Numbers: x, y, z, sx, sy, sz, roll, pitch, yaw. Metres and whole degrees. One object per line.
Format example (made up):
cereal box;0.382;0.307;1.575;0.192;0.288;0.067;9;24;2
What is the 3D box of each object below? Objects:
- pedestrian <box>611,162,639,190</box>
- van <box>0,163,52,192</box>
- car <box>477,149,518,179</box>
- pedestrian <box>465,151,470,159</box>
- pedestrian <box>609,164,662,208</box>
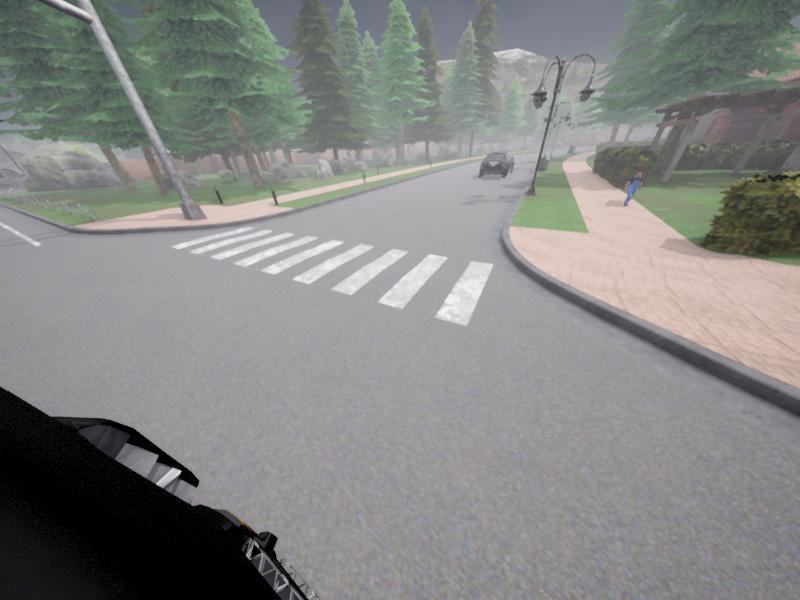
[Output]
pedestrian;10.677;-5.904;11.007;0.500;1.100;0.500;13;37;23
van;-45.648;-13.814;26.307;1.988;2.561;5.915;14;37;24
car;8.082;-11.291;19.012;2.097;1.767;4.553;15;38;25
pedestrian;10.948;-23.347;37.273;0.500;1.100;0.500;16;38;27
pedestrian;8.315;-4.074;8.247;0.751;1.300;0.751;11;36;21
